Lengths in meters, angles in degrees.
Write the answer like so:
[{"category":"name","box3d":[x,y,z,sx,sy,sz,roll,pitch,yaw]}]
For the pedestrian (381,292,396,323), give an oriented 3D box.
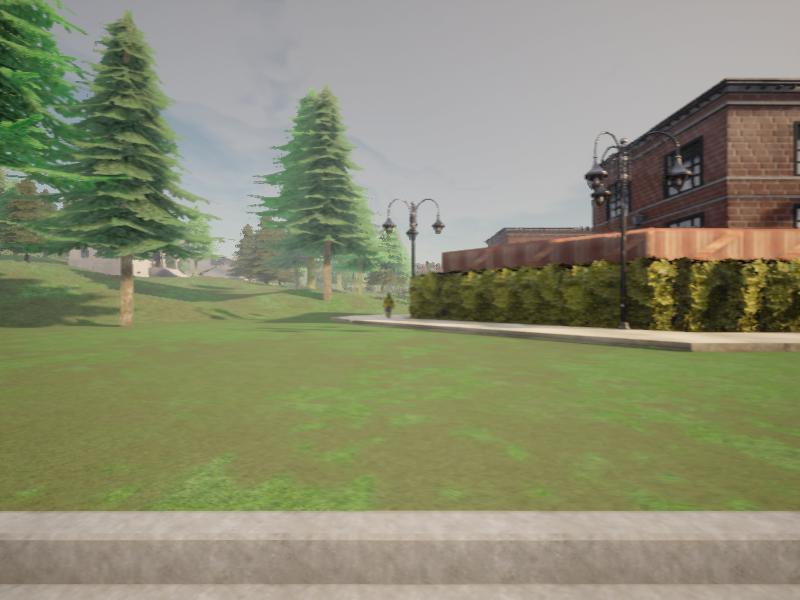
[{"category":"pedestrian","box3d":[-0.405,0.265,14.349,0.500,1.100,0.500,0,0,6]}]
